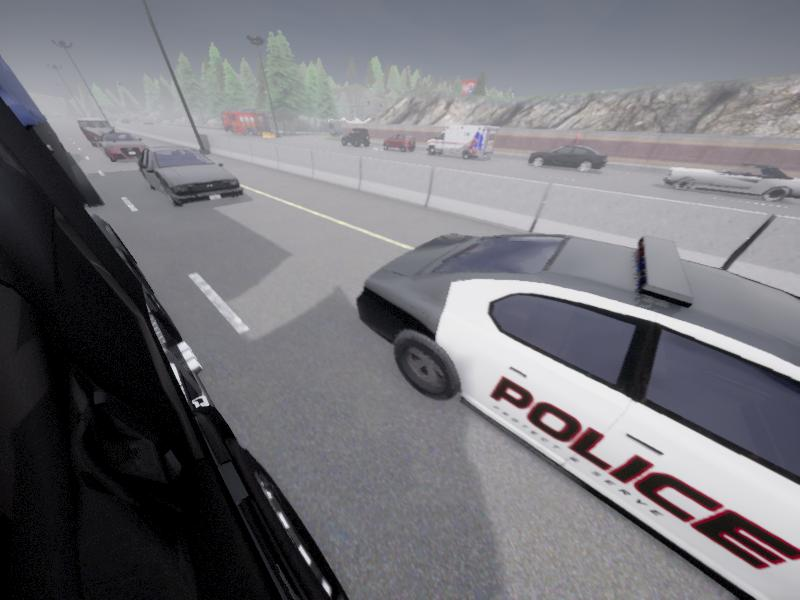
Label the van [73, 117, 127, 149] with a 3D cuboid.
[{"bbox_3d":[-25.461,-14.180,19.580,4.442,1.987,1.775,28,44,30],"label":"van"}]

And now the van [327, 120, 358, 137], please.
[{"bbox_3d":[-11.450,-34.458,46.523,1.988,2.561,5.915,28,44,30],"label":"van"}]

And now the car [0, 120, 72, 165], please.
[{"bbox_3d":[-20.812,-8.899,12.936,4.553,1.767,2.097,28,44,30],"label":"car"}]

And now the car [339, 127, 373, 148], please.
[{"bbox_3d":[-5.374,-19.984,28.405,3.866,1.878,1.905,28,44,30],"label":"car"}]

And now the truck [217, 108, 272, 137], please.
[{"bbox_3d":[-28.435,-32.587,42.428,8.468,3.827,2.891,15,39,17],"label":"truck"}]

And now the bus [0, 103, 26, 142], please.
[{"bbox_3d":[-40.654,-17.746,21.677,10.273,4.253,3.944,28,44,30],"label":"bus"}]

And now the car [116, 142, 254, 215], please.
[{"bbox_3d":[-7.573,-4.479,8.046,5.357,1.411,2.033,28,44,30],"label":"car"}]

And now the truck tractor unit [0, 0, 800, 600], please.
[{"bbox_3d":[-2.645,-0.295,0.352,6.516,4.208,3.053,28,44,30],"label":"truck tractor unit"}]

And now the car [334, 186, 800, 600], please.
[{"bbox_3d":[1.994,0.523,1.745,4.974,1.542,2.038,28,44,30],"label":"car"}]

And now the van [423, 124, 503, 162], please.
[{"bbox_3d":[5.519,-14.441,21.122,6.366,2.431,2.351,28,44,30],"label":"van"}]

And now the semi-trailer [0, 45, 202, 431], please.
[{"bbox_3d":[-8.710,-3.571,4.251,14.254,4.402,2.717,28,44,30],"label":"semi-trailer"}]

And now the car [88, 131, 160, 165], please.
[{"bbox_3d":[-16.940,-9.424,14.182,4.181,1.385,1.994,28,44,30],"label":"car"}]

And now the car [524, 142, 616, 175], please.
[{"bbox_3d":[12.288,-10.500,16.953,5.008,1.535,1.882,28,44,30],"label":"car"}]

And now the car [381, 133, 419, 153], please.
[{"bbox_3d":[-0.073,-17.042,25.034,3.705,1.549,1.789,28,44,30],"label":"car"}]

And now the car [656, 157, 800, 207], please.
[{"bbox_3d":[15.789,-5.765,11.020,4.718,1.301,1.895,28,44,30],"label":"car"}]
